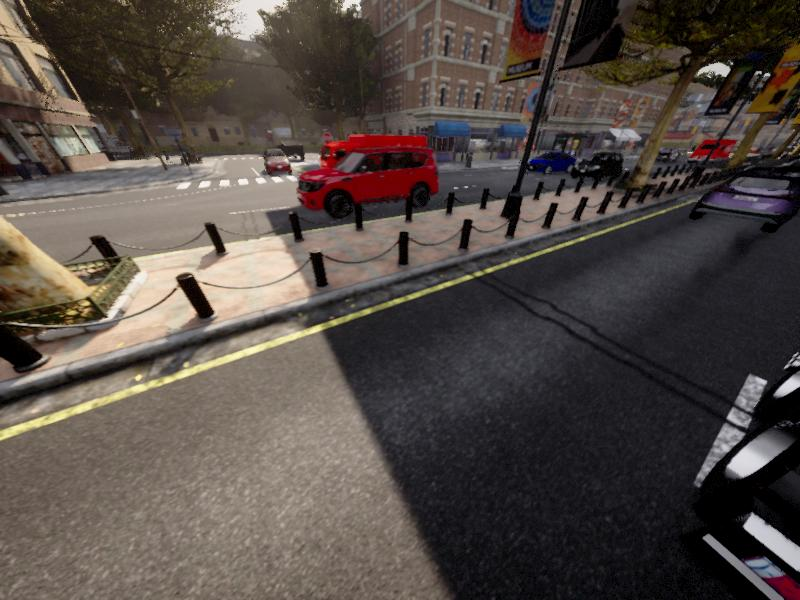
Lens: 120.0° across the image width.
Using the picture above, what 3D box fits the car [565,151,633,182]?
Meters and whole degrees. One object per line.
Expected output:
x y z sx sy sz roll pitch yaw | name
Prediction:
14.216 -9.605 16.518 3.988 1.617 1.851 -19 39 -25 | car

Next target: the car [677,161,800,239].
12.276 -3.632 7.903 4.856 1.649 2.033 -19 39 -25 | car

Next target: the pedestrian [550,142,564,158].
22.087 -21.035 32.475 0.751 1.860 0.751 -17 38 -23 | pedestrian

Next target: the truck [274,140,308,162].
-14.070 -19.160 29.557 2.390 2.098 6.274 -19 39 -26 | truck

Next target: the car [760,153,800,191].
24.534 -7.771 13.947 5.238 1.638 1.930 -19 39 -25 | car

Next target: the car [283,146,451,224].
-1.041 -4.636 8.860 5.566 2.045 2.150 -18 39 -25 | car

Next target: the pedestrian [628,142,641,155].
41.694 -26.921 41.106 0.751 1.860 0.751 -17 38 -23 | pedestrian

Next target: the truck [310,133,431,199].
-1.377 -7.023 11.915 5.204 2.467 2.627 -18 39 -25 | truck

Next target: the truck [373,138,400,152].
-2.911 -34.161 50.871 5.204 2.467 2.627 -19 39 -25 | truck

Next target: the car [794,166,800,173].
37.061 -11.928 20.175 3.806 1.475 1.970 -19 39 -25 | car

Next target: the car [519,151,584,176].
12.467 -11.326 19.035 5.008 1.535 1.882 -18 39 -25 | car

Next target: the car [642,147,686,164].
33.786 -18.504 29.535 4.974 1.542 2.038 -19 39 -25 | car

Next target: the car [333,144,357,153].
-11.200 -30.889 47.066 4.181 1.385 1.994 -17 39 -24 | car

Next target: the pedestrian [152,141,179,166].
-21.279 -13.302 20.978 0.751 1.860 0.751 2 35 2 | pedestrian

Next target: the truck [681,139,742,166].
37.038 -17.652 27.527 5.204 2.467 2.627 -19 39 -25 | truck

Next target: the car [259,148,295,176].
-9.765 -10.993 18.296 1.851 1.617 3.988 -17 38 -23 | car

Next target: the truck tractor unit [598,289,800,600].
5.150 -0.260 0.719 6.516 4.208 3.053 -17 38 -22 | truck tractor unit
